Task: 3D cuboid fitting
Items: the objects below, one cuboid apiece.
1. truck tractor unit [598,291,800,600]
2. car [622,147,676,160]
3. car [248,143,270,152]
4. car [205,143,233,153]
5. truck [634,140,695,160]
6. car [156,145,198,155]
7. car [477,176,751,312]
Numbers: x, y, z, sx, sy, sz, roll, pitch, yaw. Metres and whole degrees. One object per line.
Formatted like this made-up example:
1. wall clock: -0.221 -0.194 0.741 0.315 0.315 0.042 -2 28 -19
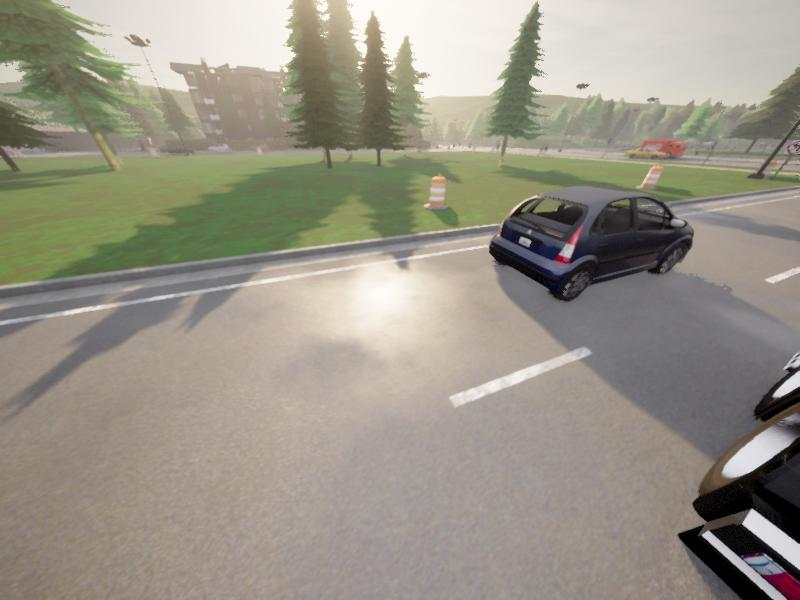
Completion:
1. truck tractor unit: 5.162 -0.245 0.716 6.516 4.208 3.053 -16 38 -22
2. car: 38.404 -22.821 35.865 1.801 1.575 5.366 -12 37 -17
3. car: -30.870 -33.584 50.766 3.633 1.501 1.845 -12 37 -17
4. car: -34.110 -28.626 43.595 3.633 1.501 1.845 -12 37 -17
5. truck: 41.682 -23.875 36.635 2.627 2.467 5.204 -12 37 -17
6. car: -37.875 -25.596 39.399 4.718 1.301 1.895 -12 37 -17
7. car: 3.927 -1.360 4.607 3.988 1.617 1.851 -12 37 -17
